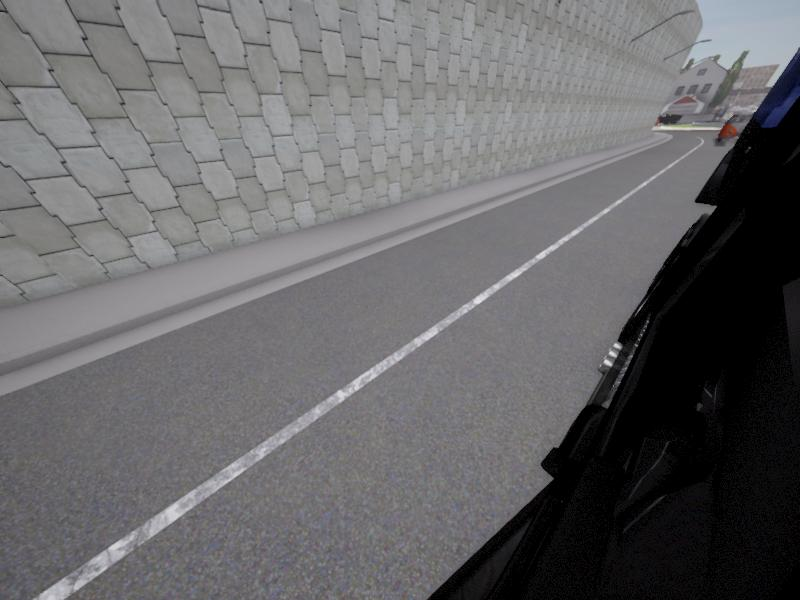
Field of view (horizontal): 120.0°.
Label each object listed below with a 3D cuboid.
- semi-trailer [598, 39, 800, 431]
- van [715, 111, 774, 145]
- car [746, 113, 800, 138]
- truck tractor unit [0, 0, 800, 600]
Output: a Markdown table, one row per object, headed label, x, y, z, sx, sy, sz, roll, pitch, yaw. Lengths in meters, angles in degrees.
| label | x | y | z | sx | sy | sz | roll | pitch | yaw |
| --- | --- | --- | --- | --- | --- | --- | --- | --- | --- |
| semi-trailer | 8.668 | -3.635 | 4.243 | 14.254 | 4.402 | 2.717 | -29 | 44 | -30 |
| van | 27.924 | -14.115 | 18.928 | 4.442 | 1.987 | 1.775 | -31 | 46 | -33 |
| car | 36.185 | -16.640 | 22.009 | 2.242 | 1.667 | 4.611 | 23 | 44 | 30 |
| truck tractor unit | 2.645 | -0.295 | 0.351 | 6.516 | 4.208 | 3.053 | -28 | 44 | -30 |
